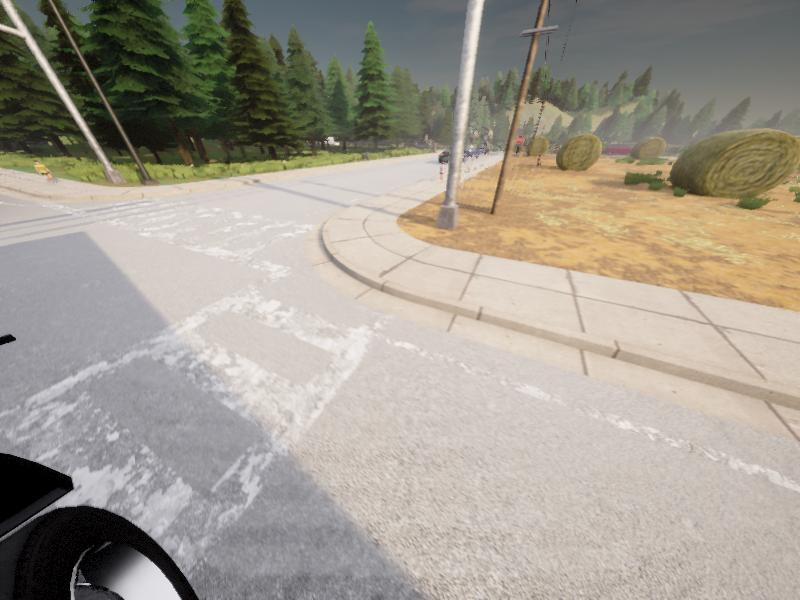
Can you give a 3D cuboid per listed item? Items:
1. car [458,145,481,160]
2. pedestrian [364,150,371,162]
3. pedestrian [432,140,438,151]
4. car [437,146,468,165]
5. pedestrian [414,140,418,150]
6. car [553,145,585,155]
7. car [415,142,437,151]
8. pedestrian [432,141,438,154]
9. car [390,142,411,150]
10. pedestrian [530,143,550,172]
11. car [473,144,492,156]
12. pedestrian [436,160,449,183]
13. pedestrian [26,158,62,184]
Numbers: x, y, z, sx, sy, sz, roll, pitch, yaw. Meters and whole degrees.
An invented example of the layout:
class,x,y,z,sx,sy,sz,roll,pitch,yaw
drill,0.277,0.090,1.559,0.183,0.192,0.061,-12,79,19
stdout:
class,x,y,z,sx,sy,sz,roll,pitch,yaw
car,9.804,-20.752,32.444,1.882,1.535,5.008,16,38,21
pedestrian,-3.425,-15.270,24.492,0.500,1.100,0.500,5,35,6
pedestrian,7.079,-31.602,47.252,0.751,1.860,0.751,22,40,28
car,6.054,-16.490,26.306,2.038,1.542,4.974,16,38,21
pedestrian,3.454,-33.515,49.931,0.751,1.860,0.751,4,35,5
car,31.974,-28.562,43.878,4.514,1.525,2.007,18,39,23
car,5.932,-34.816,52.426,4.514,1.525,2.007,20,39,25
pedestrian,5.923,-25.934,39.201,0.751,1.860,0.751,13,37,17
car,0.127,-36.734,55.081,4.514,1.525,2.007,18,39,23
pedestrian,11.142,-11.332,18.386,0.751,1.860,0.751,23,41,28
car,14.295,-25.858,39.815,2.007,1.525,4.514,16,38,21
pedestrian,2.499,-7.497,13.474,0.500,1.100,0.500,15,38,20
pedestrian,-18.199,-6.594,11.833,0.500,1.100,0.500,20,39,26
